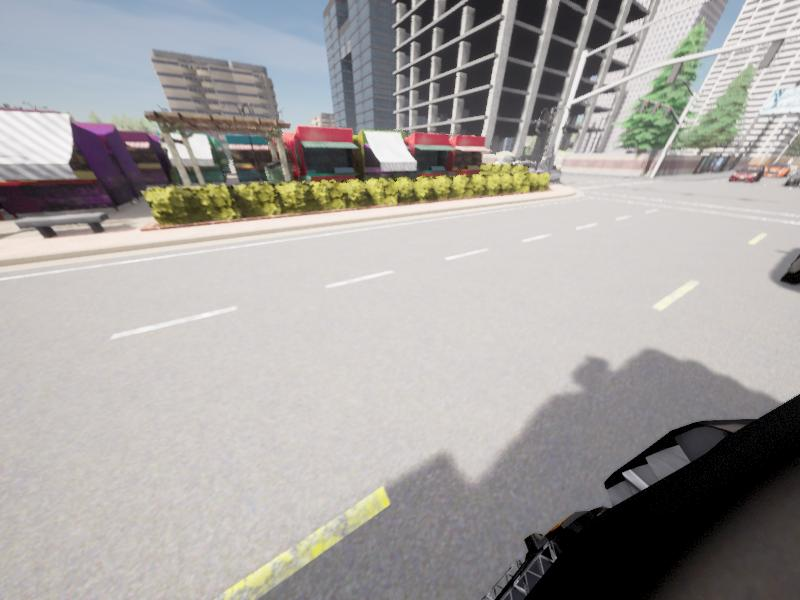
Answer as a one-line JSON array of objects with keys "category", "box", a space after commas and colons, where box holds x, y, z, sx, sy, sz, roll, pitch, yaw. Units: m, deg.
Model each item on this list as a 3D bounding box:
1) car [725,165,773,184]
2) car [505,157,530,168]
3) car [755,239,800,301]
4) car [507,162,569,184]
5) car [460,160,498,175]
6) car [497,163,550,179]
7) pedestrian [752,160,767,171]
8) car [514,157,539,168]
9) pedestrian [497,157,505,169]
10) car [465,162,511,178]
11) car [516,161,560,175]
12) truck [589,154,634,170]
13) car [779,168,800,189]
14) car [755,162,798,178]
[{"category": "car", "box": [37.456, -13.559, 24.829, 3.988, 1.617, 1.851, -17, 36, -25]}, {"category": "car", "box": [24.322, -28.548, 47.921, 1.905, 1.878, 3.866, -17, 36, -25]}, {"category": "car", "box": [9.724, -0.997, 4.458, 4.902, 1.511, 2.128, -17, 36, -25]}, {"category": "car", "box": [13.834, -13.054, 23.542, 2.033, 1.649, 4.856, -17, 36, -25]}, {"category": "car", "box": [11.218, -19.181, 33.238, 2.242, 1.667, 4.611, -17, 36, -26]}, {"category": "car", "box": [14.824, -15.747, 28.075, 2.033, 1.411, 5.357, -17, 36, -25]}, {"category": "pedestrian", "box": [71.698, -26.935, 46.117, 0.751, 1.860, 0.751, -13, 35, -21]}, {"category": "car", "box": [26.873, -29.308, 49.172, 1.905, 1.878, 3.866, -17, 36, -25]}, {"category": "pedestrian", "box": [18.625, -25.315, 42.626, 0.751, 1.860, 0.751, -17, 36, -26]}, {"category": "car", "box": [10.610, -15.965, 28.276, 2.163, 1.488, 4.792, -17, 36, -25]}, {"category": "car", "box": [19.502, -18.858, 32.973, 1.882, 1.535, 5.008, -17, 36, -25]}, {"category": "truck", "box": [40.290, -26.395, 44.238, 2.615, 2.467, 5.204, -17, 36, -25]}, {"category": "car", "box": [37.513, -11.243, 21.336, 5.357, 1.411, 2.033, -19, 37, -28]}, {"category": "car", "box": [51.748, -17.880, 31.763, 4.553, 1.767, 2.097, -17, 36, -25]}]
